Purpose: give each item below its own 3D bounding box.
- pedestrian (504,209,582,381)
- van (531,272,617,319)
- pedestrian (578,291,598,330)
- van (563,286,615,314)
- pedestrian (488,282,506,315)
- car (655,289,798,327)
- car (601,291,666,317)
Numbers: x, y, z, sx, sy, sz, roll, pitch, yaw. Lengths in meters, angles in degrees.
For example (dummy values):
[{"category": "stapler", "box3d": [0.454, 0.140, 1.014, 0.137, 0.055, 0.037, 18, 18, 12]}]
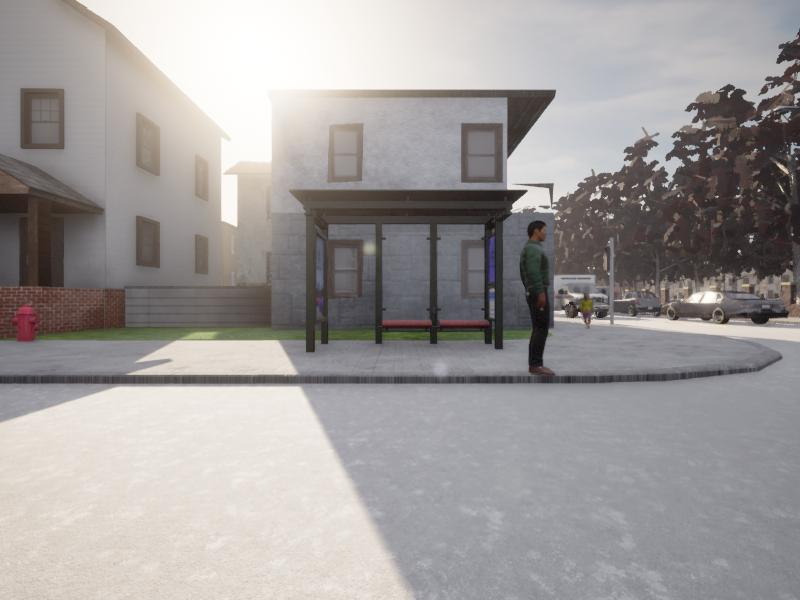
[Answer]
[{"category": "pedestrian", "box3d": [1.661, -0.054, 4.766, 0.751, 1.860, 0.751, 0, 0, 9]}, {"category": "van", "box3d": [10.050, -0.222, 23.930, 2.351, 2.431, 6.366, 0, 0, 0]}, {"category": "pedestrian", "box3d": [5.507, 0.305, 11.736, 0.500, 1.100, 0.500, 0, 0, 20]}, {"category": "van", "box3d": [14.274, -0.002, 30.573, 1.775, 1.987, 4.442, 0, 0, -2]}, {"category": "pedestrian", "box3d": [5.542, -0.067, 22.945, 0.751, 1.860, 0.751, 0, 0, -11]}, {"category": "car", "box3d": [13.945, 0.295, 17.673, 2.033, 1.411, 5.357, 0, 0, 2]}, {"category": "car", "box3d": [14.194, 0.227, 24.567, 1.845, 1.501, 3.633, 0, 0, -1]}]
